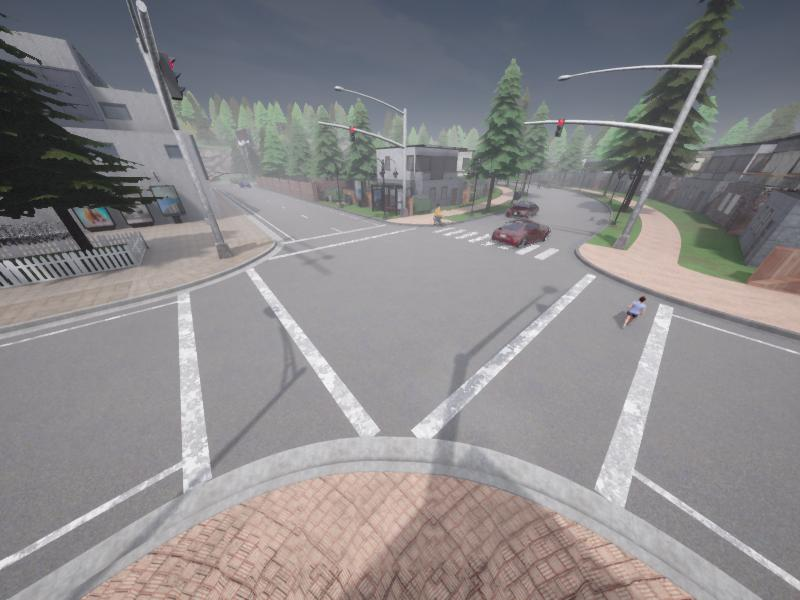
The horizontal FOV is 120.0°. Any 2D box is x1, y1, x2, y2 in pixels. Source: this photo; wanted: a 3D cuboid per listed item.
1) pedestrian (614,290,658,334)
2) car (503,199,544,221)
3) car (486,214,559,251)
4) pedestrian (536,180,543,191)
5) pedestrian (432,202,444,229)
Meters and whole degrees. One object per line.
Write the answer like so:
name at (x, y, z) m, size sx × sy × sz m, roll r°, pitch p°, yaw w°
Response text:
pedestrian at (6.931, 0.353, 6.807) m, size 0.500 × 1.100 × 0.500 m, roll -26°, pitch 39°, yaw -37°
car at (12.001, -8.806, 22.412) m, size 1.994 × 1.385 × 4.181 m, roll 25°, pitch 39°, yaw 37°
car at (7.861, -4.440, 14.852) m, size 4.181 × 1.385 × 1.994 m, roll -18°, pitch 35°, yaw -28°
pedestrian at (28.360, -23.355, 47.074) m, size 0.751 × 1.860 × 0.751 m, roll 12°, pitch 32°, yaw 20°
pedestrian at (2.996, -6.644, 18.128) m, size 0.751 × 1.860 × 0.751 m, roll 3°, pitch 30°, yaw 5°
